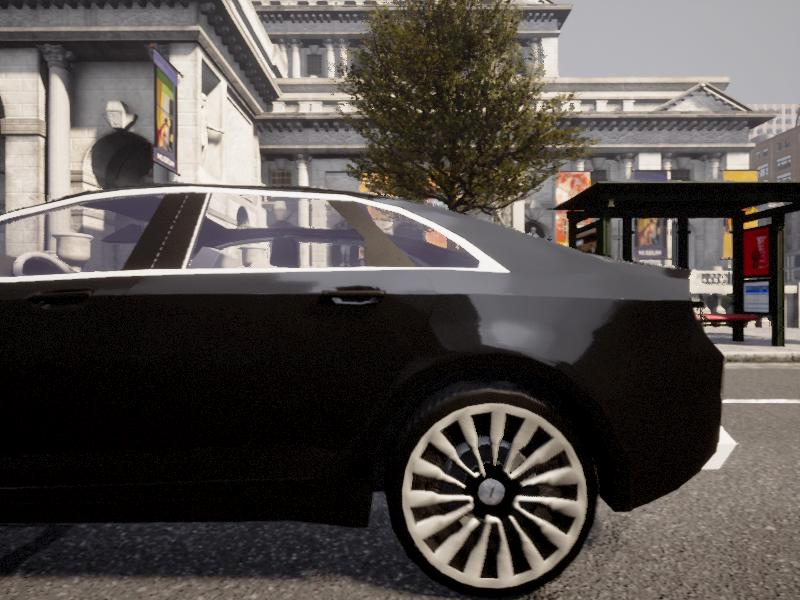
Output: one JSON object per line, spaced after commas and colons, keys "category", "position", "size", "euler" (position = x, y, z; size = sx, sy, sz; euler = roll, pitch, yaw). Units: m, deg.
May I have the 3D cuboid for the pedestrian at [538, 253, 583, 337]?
{"category": "pedestrian", "position": [3.686, -0.118, 9.234], "size": [0.751, 1.860, 0.751], "euler": [0, 0, 0]}

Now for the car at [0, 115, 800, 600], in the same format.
{"category": "car", "position": [-1.084, 0.238, 2.208], "size": [4.902, 1.511, 2.128], "euler": [0, 0, 1]}
